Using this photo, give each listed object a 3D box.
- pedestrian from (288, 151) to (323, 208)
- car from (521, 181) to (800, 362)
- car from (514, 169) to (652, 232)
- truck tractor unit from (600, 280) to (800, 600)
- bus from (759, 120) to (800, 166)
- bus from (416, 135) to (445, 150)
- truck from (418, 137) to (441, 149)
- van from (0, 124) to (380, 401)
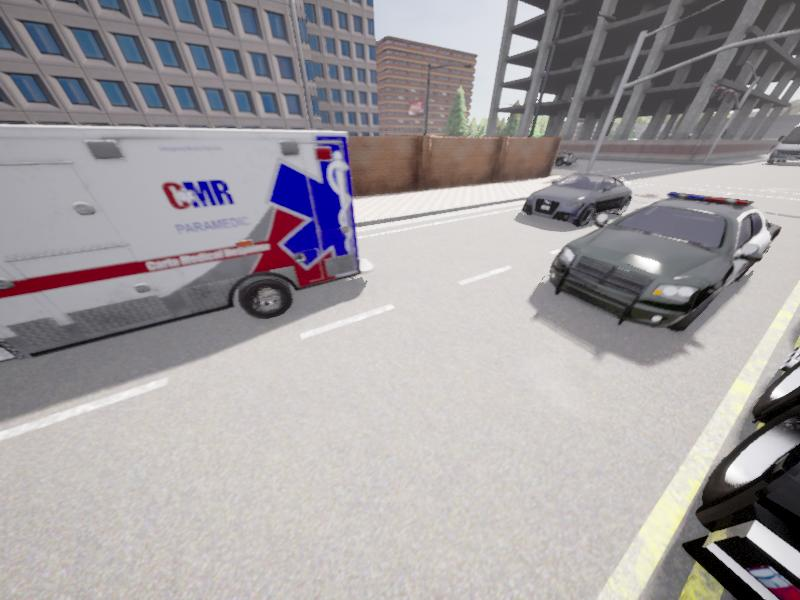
[{"bbox_3d":[-3.647,-4.684,8.993,0.751,1.860,0.751,-18,38,-24],"label":"pedestrian"},{"bbox_3d":[4.965,-1.042,4.251,4.974,1.542,2.038,-18,38,-24],"label":"car"},{"bbox_3d":[6.549,-3.769,8.376,4.181,1.385,1.994,-18,38,-24],"label":"car"},{"bbox_3d":[5.126,-0.286,0.747,6.516,4.208,3.053,-17,38,-23],"label":"truck tractor unit"},{"bbox_3d":[48.945,-18.667,27.503,10.273,4.253,3.944,-18,38,-24],"label":"bus"},{"bbox_3d":[11.422,-58.896,86.462,10.273,4.253,3.944,-18,38,-24],"label":"bus"},{"bbox_3d":[11.466,-60.924,89.807,8.468,3.827,2.891,-18,38,-24],"label":"truck"},{"bbox_3d":[-3.727,-0.866,3.218,6.366,2.431,2.351,-18,38,-24],"label":"van"}]
